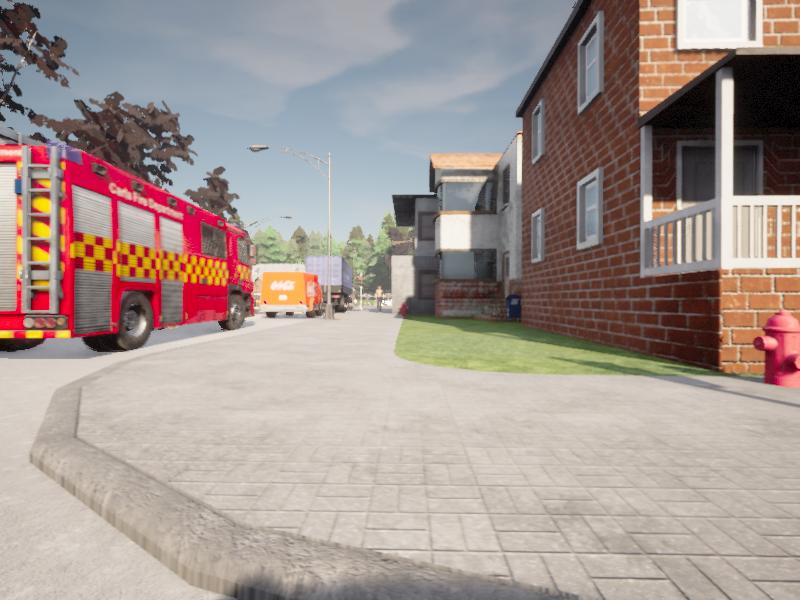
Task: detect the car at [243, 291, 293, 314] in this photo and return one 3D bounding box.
[{"bbox_3d":[-9.612,0.167,29.631,1.801,1.575,5.366,0,0,2],"label":"car"}]

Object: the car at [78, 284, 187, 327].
[{"bbox_3d":[-10.156,0.190,15.573,1.845,1.501,3.633,0,0,0],"label":"car"}]

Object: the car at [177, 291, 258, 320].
[{"bbox_3d":[-9.899,0.259,22.279,2.033,1.411,5.357,0,0,1],"label":"car"}]

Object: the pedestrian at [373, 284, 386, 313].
[{"bbox_3d":[-1.351,-0.080,26.415,0.751,1.860,0.751,0,0,1],"label":"pedestrian"}]

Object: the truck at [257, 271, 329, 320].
[{"bbox_3d":[-5.838,-0.257,22.694,2.627,2.467,5.204,0,1,1],"label":"truck"}]

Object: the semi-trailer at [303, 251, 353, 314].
[{"bbox_3d":[-5.882,-1.240,35.181,2.717,4.402,14.254,0,0,-4],"label":"semi-trailer"}]

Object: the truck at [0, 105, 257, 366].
[{"bbox_3d":[-6.483,-0.944,10.088,2.891,3.827,8.468,0,0,-1],"label":"truck"}]
